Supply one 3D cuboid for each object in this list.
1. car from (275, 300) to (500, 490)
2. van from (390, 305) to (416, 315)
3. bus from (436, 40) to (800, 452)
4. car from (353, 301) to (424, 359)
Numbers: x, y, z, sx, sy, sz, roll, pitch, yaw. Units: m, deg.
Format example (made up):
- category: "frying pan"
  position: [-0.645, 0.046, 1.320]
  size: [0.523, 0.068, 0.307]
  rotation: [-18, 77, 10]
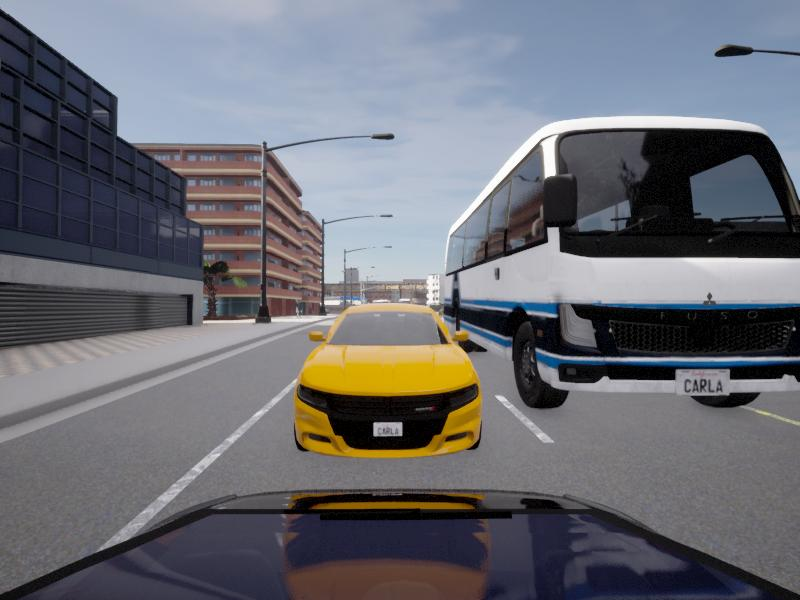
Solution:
- category: "car"
  position: [-0.158, 0.790, 5.854]
  size: [1.882, 1.535, 5.008]
  rotation: [0, 1, -1]
- category: "van"
  position: [0.675, 2.376, 99.537]
  size: [6.366, 2.431, 2.351]
  rotation: [0, -1, -2]
- category: "bus"
  position: [3.384, -0.601, 9.306]
  size: [3.944, 4.253, 10.273]
  rotation: [0, 1, -1]
- category: "car"
  position: [-0.325, 0.768, 12.619]
  size: [1.812, 1.442, 4.674]
  rotation: [0, 1, -1]
